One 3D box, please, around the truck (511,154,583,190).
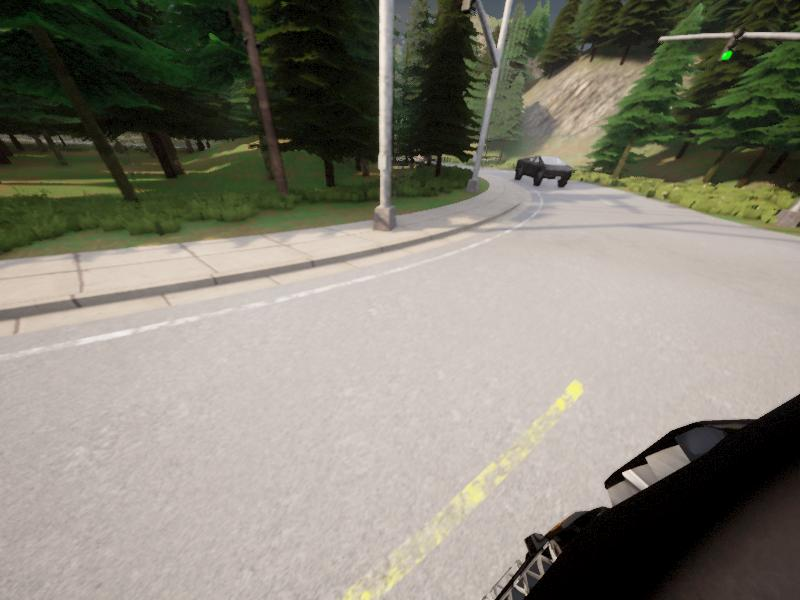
[{"bbox_3d":[12.129,-11.181,19.845,2.390,2.098,6.274,4,34,1],"label":"truck"}]
